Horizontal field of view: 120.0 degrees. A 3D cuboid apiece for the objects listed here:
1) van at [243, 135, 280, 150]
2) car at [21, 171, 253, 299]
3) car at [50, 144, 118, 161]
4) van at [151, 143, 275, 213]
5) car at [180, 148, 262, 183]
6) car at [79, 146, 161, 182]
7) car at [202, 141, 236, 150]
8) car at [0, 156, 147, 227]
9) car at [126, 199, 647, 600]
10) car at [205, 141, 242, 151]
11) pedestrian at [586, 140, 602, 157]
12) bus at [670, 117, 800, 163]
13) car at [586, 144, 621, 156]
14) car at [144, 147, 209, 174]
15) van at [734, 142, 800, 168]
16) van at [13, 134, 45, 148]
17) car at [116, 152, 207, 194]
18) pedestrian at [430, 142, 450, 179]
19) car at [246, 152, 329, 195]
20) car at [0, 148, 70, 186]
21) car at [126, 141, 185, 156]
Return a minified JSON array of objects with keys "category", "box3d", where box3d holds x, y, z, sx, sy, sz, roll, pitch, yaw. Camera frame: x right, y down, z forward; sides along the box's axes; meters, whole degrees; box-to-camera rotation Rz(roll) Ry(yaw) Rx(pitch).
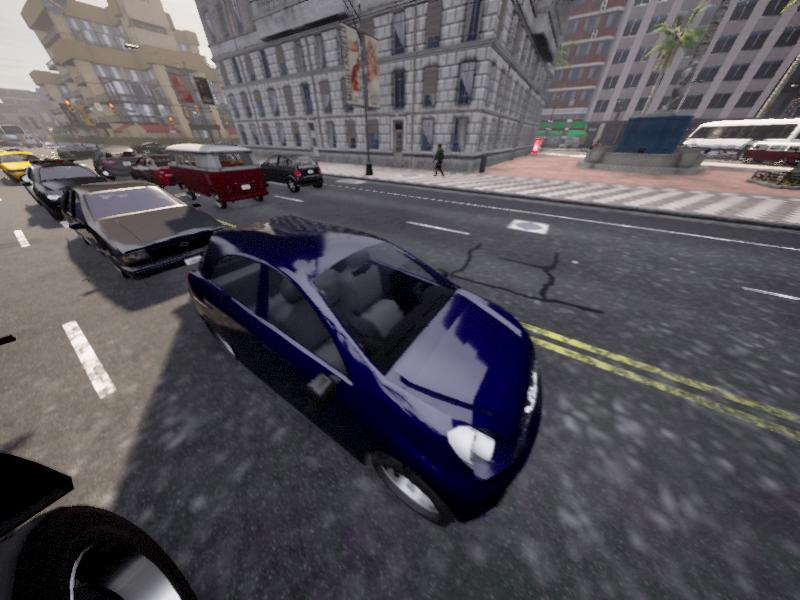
[{"category":"van","box3d":[-30.100,-34.487,50.488,2.351,2.431,6.366,21,40,26]},{"category":"car","box3d":[-6.168,-1.924,5.379,5.357,1.411,2.033,21,40,26]},{"category":"car","box3d":[-35.745,-16.799,26.259,1.994,1.385,4.181,21,40,26]},{"category":"van","box3d":[-7.503,-5.085,9.340,4.442,1.987,1.775,21,40,26]},{"category":"car","box3d":[-11.687,-8.899,15.069,5.366,1.575,1.801,20,40,26]},{"category":"car","box3d":[-18.097,-8.911,14.953,4.611,1.667,2.242,23,41,29]},{"category":"car","box3d":[-37.006,-31.675,47.261,2.163,1.488,4.792,21,40,26]},{"category":"car","box3d":[-11.823,-4.123,8.334,4.974,1.542,2.038,21,40,26]},{"category":"car","box3d":[-0.490,0.150,2.367,3.633,1.501,1.845,21,40,27]},{"category":"car","box3d":[-34.460,-30.181,45.238,2.033,1.411,5.357,20,40,26]},{"category":"pedestrian","box3d":[26.507,-20.699,31.587,0.751,1.860,0.751,-17,39,-23]},{"category":"bus","box3d":[44.541,-21.060,30.481,3.944,4.253,10.273,-8,36,-13]},{"category":"car","box3d":[33.007,-24.454,37.564,1.845,1.501,3.633,-22,41,-29]},{"category":"car","box3d":[-17.481,-11.025,18.083,4.514,1.525,2.007,20,40,26]},{"category":"van","box3d":[39.323,-15.190,24.028,2.069,2.038,4.480,-3,35,-6]},{"category":"van","box3d":[-83.414,-35.834,51.939,6.366,2.431,2.351,20,40,26]},{"category":"car","box3d":[-12.523,-6.771,12.134,4.193,1.474,1.816,20,40,26]},{"category":"pedestrian","box3d":[2.458,-8.580,14.187,0.751,1.860,0.751,26,43,32]},{"category":"car","box3d":[-5.783,-6.660,11.964,3.705,1.549,1.789,21,40,26]},{"category":"car","box3d":[-22.316,-8.064,13.792,5.366,1.575,1.801,20,40,26]},{"category":"car","box3d":[-34.612,-21.644,32.907,1.930,1.638,5.238,21,40,26]}]
